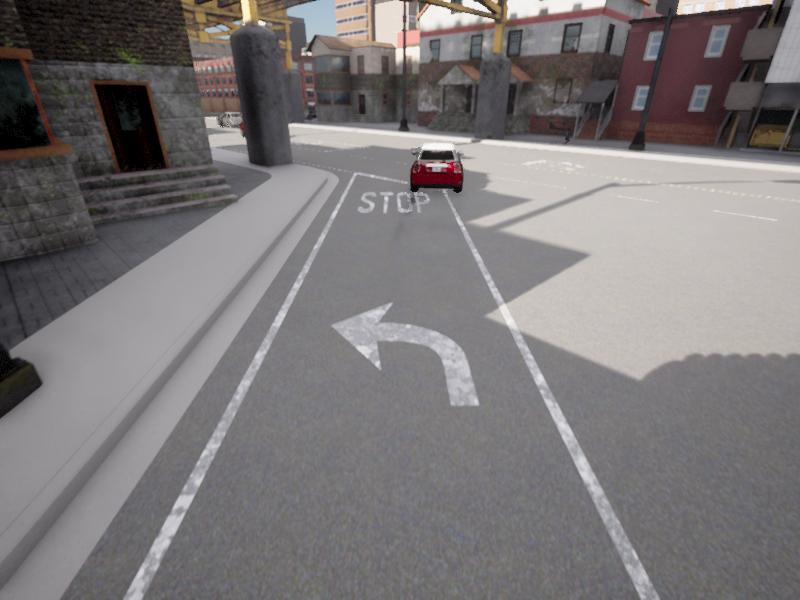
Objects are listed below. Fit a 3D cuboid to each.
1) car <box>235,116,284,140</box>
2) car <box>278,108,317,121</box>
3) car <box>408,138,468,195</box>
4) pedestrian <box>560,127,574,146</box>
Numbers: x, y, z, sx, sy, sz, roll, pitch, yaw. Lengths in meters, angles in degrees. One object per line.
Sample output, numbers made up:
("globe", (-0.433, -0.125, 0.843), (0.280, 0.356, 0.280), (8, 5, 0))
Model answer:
("car", (-11.318, -13.887, 32.238), (4.193, 1.474, 1.816), (25, 36, 39))
("car", (-13.875, -25.177, 54.242), (4.974, 1.542, 2.038), (-7, 28, -14))
("car", (1.410, -5.179, 15.249), (1.970, 1.475, 3.806), (2, 27, 4))
("pedestrian", (10.876, -10.655, 26.097), (0.500, 1.100, 0.500), (22, 34, 37))
